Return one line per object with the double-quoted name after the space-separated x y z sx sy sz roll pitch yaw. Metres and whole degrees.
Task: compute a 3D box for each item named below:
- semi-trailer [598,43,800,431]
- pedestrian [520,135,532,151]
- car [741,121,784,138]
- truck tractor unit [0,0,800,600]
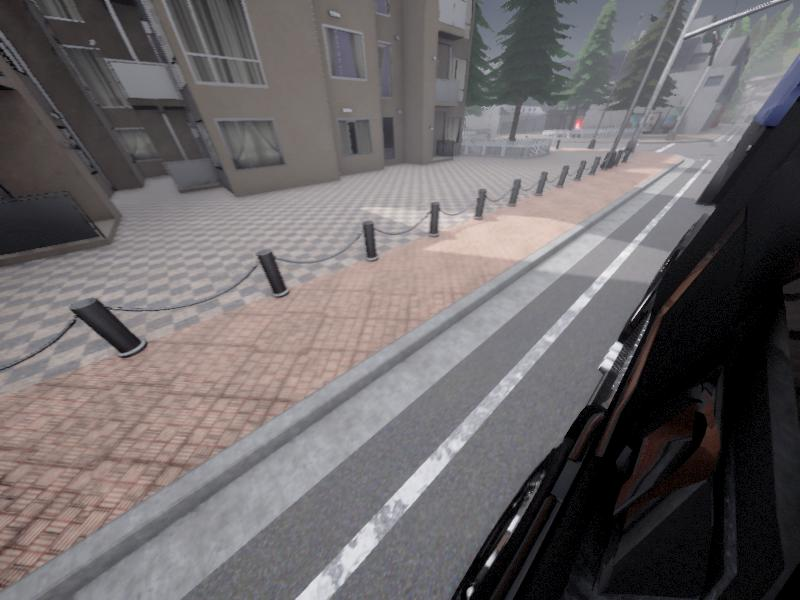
8.704 -3.583 4.247 14.254 4.402 2.717 -28 44 -30 "semi-trailer"
10.554 -13.161 19.383 0.500 1.100 0.500 30 47 35 "pedestrian"
39.175 -18.488 25.036 4.181 1.385 1.994 -28 44 -30 "car"
2.645 -0.295 0.352 6.516 4.208 3.053 -28 44 -30 "truck tractor unit"
